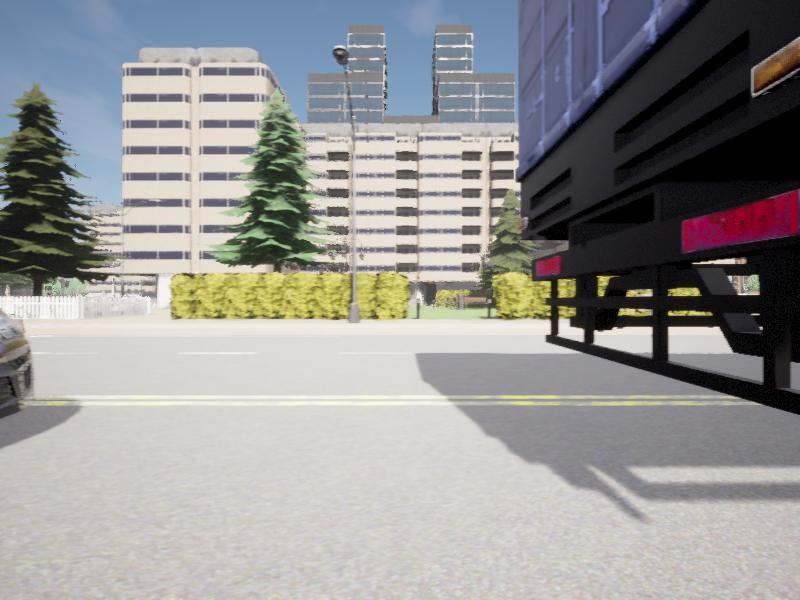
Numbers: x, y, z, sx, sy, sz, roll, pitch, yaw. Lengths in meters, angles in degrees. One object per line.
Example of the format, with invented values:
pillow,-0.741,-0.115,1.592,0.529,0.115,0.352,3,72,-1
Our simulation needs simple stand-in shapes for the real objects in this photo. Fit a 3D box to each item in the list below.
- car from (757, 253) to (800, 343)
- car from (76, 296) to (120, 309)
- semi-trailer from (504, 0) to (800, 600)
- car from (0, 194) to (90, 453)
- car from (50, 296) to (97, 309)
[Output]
car,11.955,-0.035,9.193,5.566,2.045,2.150,0,0,0
car,-36.431,0.287,48.377,1.812,1.442,4.674,0,0,0
semi-trailer,8.052,-1.220,2.188,14.254,4.402,2.717,0,0,0
car,-4.881,0.161,2.201,4.611,1.667,2.242,0,0,0
car,-39.929,0.265,49.079,1.837,1.490,4.892,0,1,0
